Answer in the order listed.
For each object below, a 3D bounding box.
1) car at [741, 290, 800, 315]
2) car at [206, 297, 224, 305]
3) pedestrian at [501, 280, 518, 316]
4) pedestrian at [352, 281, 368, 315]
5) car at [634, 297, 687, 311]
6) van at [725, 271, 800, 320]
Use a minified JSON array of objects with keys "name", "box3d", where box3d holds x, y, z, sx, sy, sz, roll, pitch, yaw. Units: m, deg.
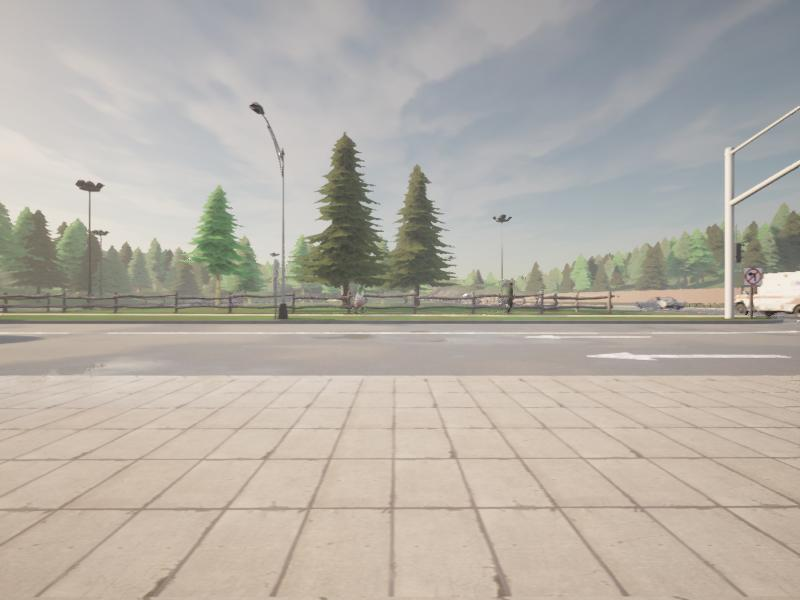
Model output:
[{"name":"car","box3d":[28.080,0.167,29.322,2.242,1.667,4.611,0,0,-1]},{"name":"car","box3d":[-37.112,0.214,80.209,1.851,1.617,3.988,0,0,0]},{"name":"pedestrian","box3d":[5.854,-0.113,21.463,0.751,1.860,0.751,0,0,3]},{"name":"pedestrian","box3d":[-2.200,-0.116,22.108,0.751,1.860,0.751,0,0,4]},{"name":"car","box3d":[24.479,0.352,37.830,1.895,1.301,4.718,0,0,-1]},{"name":"van","box3d":[21.177,-0.215,21.411,2.351,2.431,6.366,0,0,-1]}]
